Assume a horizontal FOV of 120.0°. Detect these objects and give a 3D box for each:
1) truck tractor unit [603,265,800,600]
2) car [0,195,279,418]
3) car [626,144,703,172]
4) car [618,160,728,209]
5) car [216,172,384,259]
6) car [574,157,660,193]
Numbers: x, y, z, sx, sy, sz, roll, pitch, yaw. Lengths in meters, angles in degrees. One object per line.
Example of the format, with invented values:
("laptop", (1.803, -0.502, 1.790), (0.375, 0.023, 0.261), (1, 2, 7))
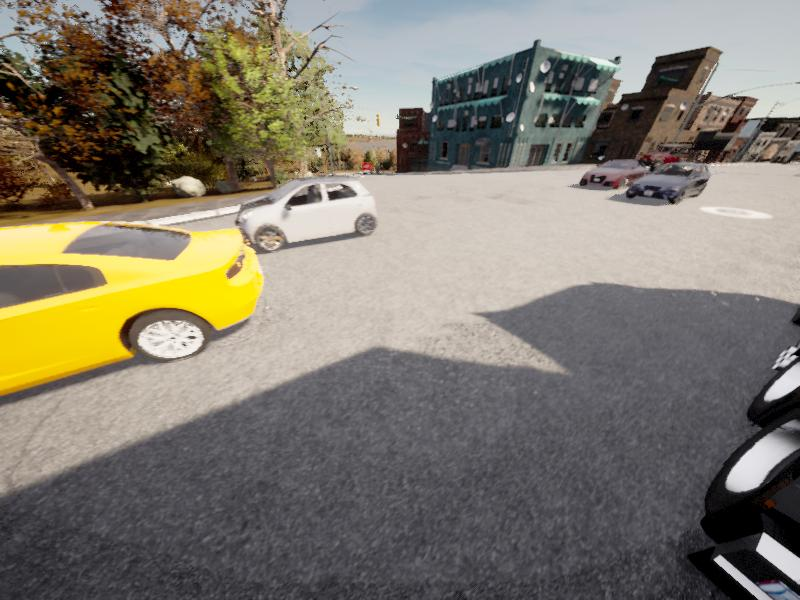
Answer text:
("truck tractor unit", (5.101, -0.312, 0.794), (6.516, 4.208, 3.053), (-18, 38, -24))
("car", (-4.401, 0.063, 2.576), (5.008, 1.535, 1.882), (-18, 39, -24))
("car", (22.196, -12.042, 19.532), (3.866, 1.878, 1.905), (-5, 35, -8))
("car", (12.468, -5.435, 10.601), (4.193, 1.474, 1.816), (-19, 38, -24))
("car", (-2.502, -2.510, 6.356), (3.633, 1.501, 1.845), (-17, 38, -25))
("car", (12.712, -7.440, 13.596), (4.181, 1.385, 1.994), (-19, 38, -24))
